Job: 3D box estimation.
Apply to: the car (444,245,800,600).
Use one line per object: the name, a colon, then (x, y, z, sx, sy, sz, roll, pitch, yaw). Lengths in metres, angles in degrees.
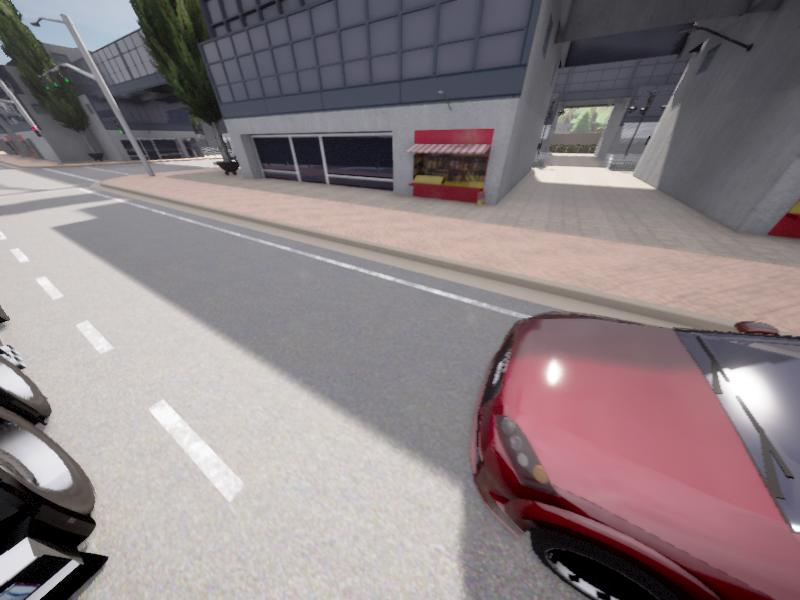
car: (2.642, 1.088, 1.216, 4.181, 1.385, 1.994, 18, 39, 24)

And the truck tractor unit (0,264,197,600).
truck tractor unit: (-5.108, -0.305, 0.777, 6.516, 4.208, 3.053, 18, 39, 24)
